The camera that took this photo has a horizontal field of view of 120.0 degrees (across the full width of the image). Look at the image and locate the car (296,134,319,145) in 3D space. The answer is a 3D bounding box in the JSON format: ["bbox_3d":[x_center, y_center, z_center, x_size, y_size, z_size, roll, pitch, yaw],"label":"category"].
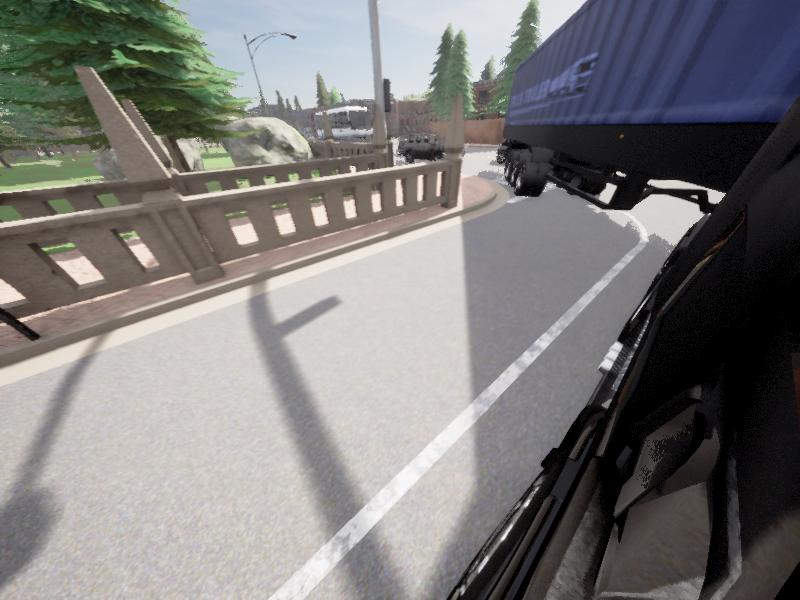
[{"bbox_3d":[-18.442,-31.955,45.937,2.152,1.651,5.027,-27,43,-29],"label":"car"}]

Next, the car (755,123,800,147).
[{"bbox_3d":[30.430,-13.129,18.320,4.181,1.385,1.994,-27,43,-29],"label":"car"}]

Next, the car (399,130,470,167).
[{"bbox_3d":[2.190,-10.455,15.900,1.932,1.855,4.605,-27,42,-29],"label":"car"}]

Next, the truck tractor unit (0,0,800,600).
[{"bbox_3d":[2.645,-0.295,0.352,6.516,4.208,3.053,-28,44,-30],"label":"truck tractor unit"}]

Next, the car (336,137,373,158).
[{"bbox_3d":[-4.571,-15.203,22.889,1.845,1.501,3.633,-27,44,-29],"label":"car"}]

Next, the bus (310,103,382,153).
[{"bbox_3d":[-6.957,-21.446,29.091,3.944,4.253,10.273,-27,43,-29],"label":"bus"}]

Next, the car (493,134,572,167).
[{"bbox_3d":[8.126,-9.465,14.531,1.845,1.501,3.633,-28,44,-30],"label":"car"}]

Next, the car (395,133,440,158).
[{"bbox_3d":[1.521,-14.190,21.138,1.851,1.617,3.988,-27,43,-29],"label":"car"}]

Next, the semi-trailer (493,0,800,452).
[{"bbox_3d":[5.237,-4.726,5.935,2.717,4.402,14.254,6,38,9],"label":"semi-trailer"}]
